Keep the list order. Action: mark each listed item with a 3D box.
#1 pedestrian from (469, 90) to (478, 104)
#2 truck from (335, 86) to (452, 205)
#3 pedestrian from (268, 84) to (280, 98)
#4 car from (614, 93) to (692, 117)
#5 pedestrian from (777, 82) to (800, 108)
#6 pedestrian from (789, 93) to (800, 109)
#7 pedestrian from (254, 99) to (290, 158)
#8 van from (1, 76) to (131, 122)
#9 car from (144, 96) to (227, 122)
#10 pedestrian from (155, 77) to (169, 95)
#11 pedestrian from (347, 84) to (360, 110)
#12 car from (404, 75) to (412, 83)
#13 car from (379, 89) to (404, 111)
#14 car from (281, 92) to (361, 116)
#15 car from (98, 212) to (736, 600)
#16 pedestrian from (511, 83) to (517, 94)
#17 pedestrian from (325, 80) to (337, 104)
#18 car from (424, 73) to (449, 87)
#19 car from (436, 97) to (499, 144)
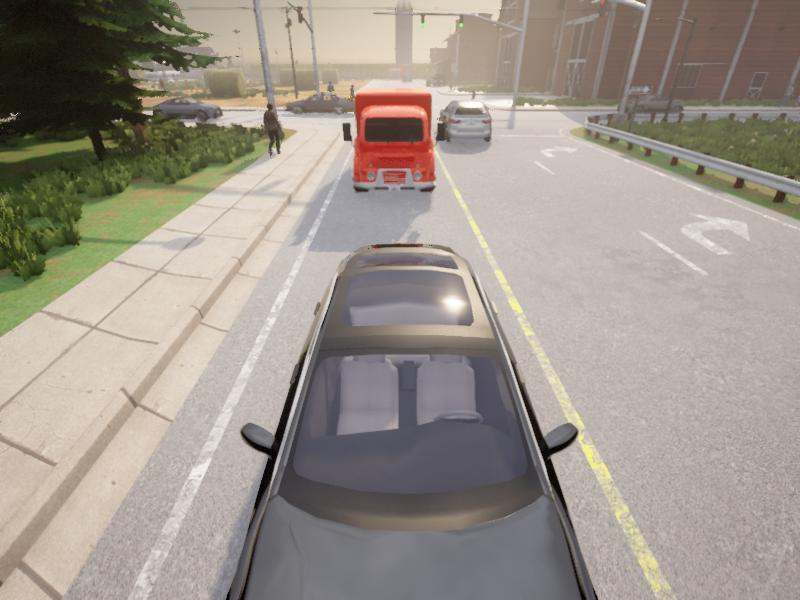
[{"bbox_3d":[6.635,-18.306,36.011,0.500,1.100,0.500,-18,35,-29],"label":"pedestrian"},{"bbox_3d":[-0.185,-4.810,11.837,2.627,2.467,5.204,0,30,-1],"label":"truck"},{"bbox_3d":[-13.471,-22.311,42.674,0.751,1.300,0.751,20,35,30],"label":"pedestrian"},{"bbox_3d":[18.382,-14.276,29.240,4.181,1.385,1.994,0,30,0],"label":"car"},{"bbox_3d":[31.609,-16.644,32.471,0.751,1.860,0.751,12,32,19],"label":"pedestrian"},{"bbox_3d":[32.043,-16.052,32.213,0.500,1.100,0.500,-15,34,-25],"label":"pedestrian"},{"bbox_3d":[-4.618,-6.221,14.515,0.751,1.860,0.751,4,30,6],"label":"pedestrian"},{"bbox_3d":[-21.431,-13.034,25.927,5.915,2.561,1.988,0,30,0],"label":"van"},{"bbox_3d":[-13.946,-12.528,26.222,4.181,1.385,1.994,0,30,0],"label":"car"},{"bbox_3d":[-28.268,-25.475,47.530,0.751,1.860,0.751,-1,30,-2],"label":"pedestrian"},{"bbox_3d":[-3.794,-16.481,32.440,0.751,1.860,0.751,-12,32,-20],"label":"pedestrian"},{"bbox_3d":[1.736,-49.275,89.043,1.789,1.549,3.705,0,30,-1],"label":"car"},{"bbox_3d":[-0.669,-16.939,33.751,1.994,1.385,4.181,0,30,0],"label":"car"},{"bbox_3d":[-5.693,-14.427,29.446,5.357,1.411,2.033,1,30,3],"label":"car"},{"bbox_3d":[0.058,0.772,3.247,2.128,1.511,4.902,0,30,0],"label":"car"},{"bbox_3d":[13.572,-25.186,47.581,0.500,1.100,0.500,6,31,10],"label":"pedestrian"},{"bbox_3d":[-6.052,-18.328,35.293,0.751,1.860,0.751,-10,32,-17],"label":"pedestrian"},{"bbox_3d":[6.312,-37.873,68.833,1.905,1.878,3.866,-31,40,-33],"label":"car"},{"bbox_3d":[3.152,-8.999,19.825,2.242,1.667,4.611,-1,30,-1],"label":"car"}]
